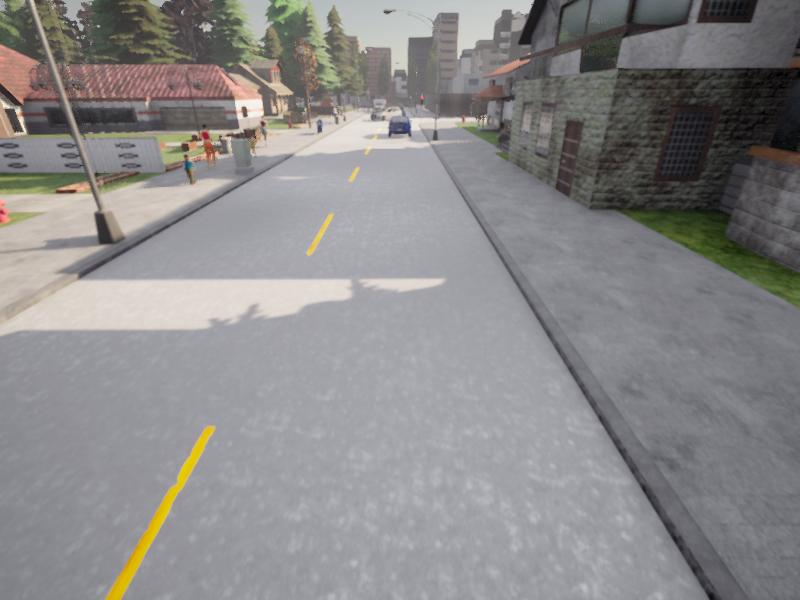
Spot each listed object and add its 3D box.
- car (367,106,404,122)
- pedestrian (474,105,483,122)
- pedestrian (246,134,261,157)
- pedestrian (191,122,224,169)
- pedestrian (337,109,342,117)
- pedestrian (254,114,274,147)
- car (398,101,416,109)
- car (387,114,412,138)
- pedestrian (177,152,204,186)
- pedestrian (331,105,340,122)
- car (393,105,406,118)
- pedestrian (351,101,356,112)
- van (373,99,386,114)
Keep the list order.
[{"bbox_3d":[-1.836,-24.490,52.590,2.242,1.667,4.611,23,35,37],"label":"car"},{"bbox_3d":[9.229,-21.903,46.958,0.751,1.860,0.751,0,27,0],"label":"pedestrian"},{"bbox_3d":[-7.739,-8.165,21.150,0.500,1.100,0.500,-2,27,-3],"label":"pedestrian"},{"bbox_3d":[-8.536,-6.885,17.828,0.751,1.860,0.751,-1,27,-1],"label":"pedestrian"},{"bbox_3d":[-9.201,-28.473,60.769,0.500,1.100,0.500,0,27,0],"label":"pedestrian"},{"bbox_3d":[-8.548,-10.645,25.161,0.751,1.860,0.751,0,27,1],"label":"pedestrian"},{"bbox_3d":[1.743,-49.595,101.775,1.932,1.855,4.605,24,36,39],"label":"car"},{"bbox_3d":[-0.016,-14.475,33.189,1.882,1.535,5.008,0,27,0],"label":"car"},{"bbox_3d":[-7.552,-4.723,14.436,0.500,1.100,0.500,-1,27,-2],"label":"pedestrian"},{"bbox_3d":[-7.845,-22.669,48.605,0.751,1.860,0.751,-13,30,-23],"label":"pedestrian"},{"bbox_3d":[-0.067,-28.667,60.878,1.845,1.501,3.633,-3,28,1],"label":"car"},{"bbox_3d":[-9.149,-38.335,79.168,0.751,1.860,0.751,1,27,3],"label":"pedestrian"},{"bbox_3d":[-4.057,-38.761,80.086,2.351,2.431,6.366,0,27,0],"label":"van"}]
